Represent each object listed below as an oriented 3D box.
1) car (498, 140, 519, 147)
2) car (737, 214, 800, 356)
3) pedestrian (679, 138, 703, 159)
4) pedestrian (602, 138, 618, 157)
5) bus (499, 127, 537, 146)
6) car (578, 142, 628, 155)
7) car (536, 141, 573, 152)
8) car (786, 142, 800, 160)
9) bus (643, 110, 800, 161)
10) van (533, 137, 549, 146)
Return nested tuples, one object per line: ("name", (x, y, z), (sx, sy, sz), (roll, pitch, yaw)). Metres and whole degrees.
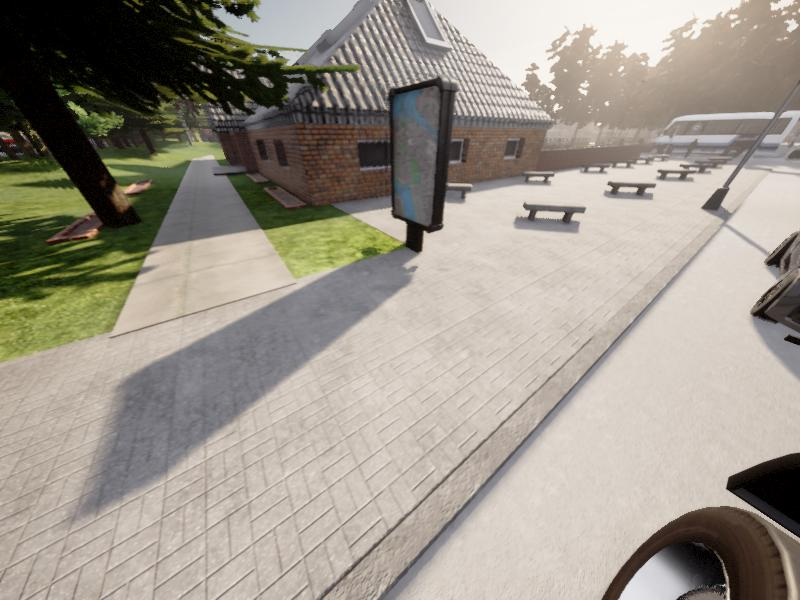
("car", (28.508, -41.080, 60.712), (5.357, 1.411, 2.033), (-21, 40, -27))
("car", (7.229, -0.477, 3.074), (4.611, 1.667, 2.242), (-23, 41, -28))
("pedestrian", (32.382, -16.862, 25.702), (0.751, 1.860, 0.751), (-19, 39, -25))
("pedestrian", (26.172, -19.026, 28.821), (0.751, 1.860, 0.751), (-26, 43, -32))
("bus", (34.183, -47.196, 66.856), (10.273, 4.253, 3.944), (-22, 41, -27))
("car", (31.394, -23.589, 35.890), (2.033, 1.411, 5.357), (-22, 40, -27))
("car", (27.179, -27.155, 40.856), (1.882, 1.535, 5.008), (-22, 41, -28))
("car", (46.163, -16.818, 25.740), (3.866, 1.878, 1.905), (-15, 38, -19))
("bus", (37.083, -19.363, 27.374), (10.273, 4.253, 3.944), (29, 45, 35))
("van", (41.122, -46.293, 67.490), (4.442, 1.987, 1.775), (-23, 41, -29))
